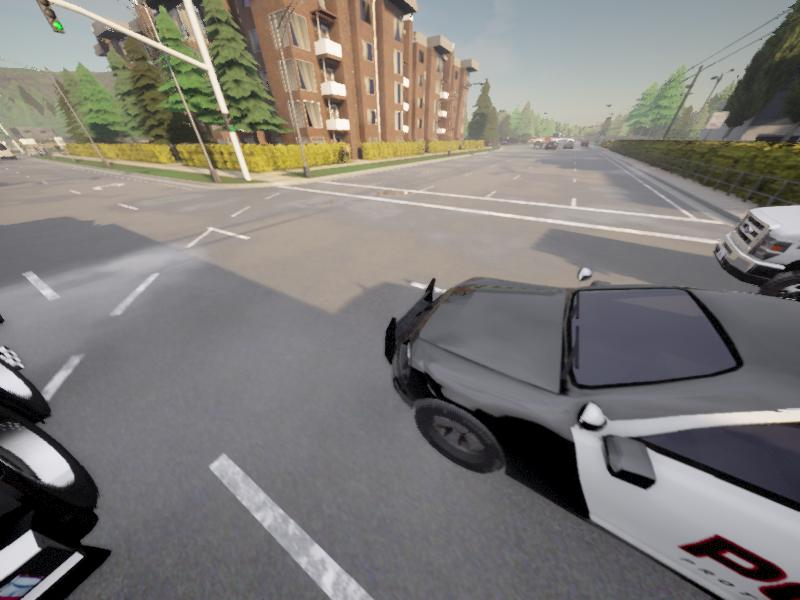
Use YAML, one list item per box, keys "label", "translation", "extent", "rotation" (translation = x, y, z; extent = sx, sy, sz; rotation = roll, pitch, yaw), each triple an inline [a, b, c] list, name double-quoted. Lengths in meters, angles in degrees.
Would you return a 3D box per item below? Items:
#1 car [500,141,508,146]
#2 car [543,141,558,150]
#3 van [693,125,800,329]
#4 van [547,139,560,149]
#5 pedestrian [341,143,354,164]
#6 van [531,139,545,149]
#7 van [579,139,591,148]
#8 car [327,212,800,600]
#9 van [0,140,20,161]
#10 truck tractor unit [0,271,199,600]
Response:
- label: "car"
  translation: [38.912, -58.563, 86.373]
  extent: [1.812, 1.442, 4.674]
  rotation: [6, 35, 9]
- label: "car"
  translation: [35.944, -36.751, 55.016]
  extent: [2.242, 1.667, 4.611]
  rotation: [19, 39, 26]
- label: "van"
  translation: [8.296, -0.230, 2.119]
  extent: [6.366, 2.431, 2.351]
  rotation: [26, 43, 33]
- label: "van"
  translation: [40.193, -40.870, 60.446]
  extent: [2.069, 2.038, 4.480]
  rotation: [19, 39, 26]
- label: "pedestrian"
  translation: [-5.464, -15.186, 23.929]
  extent: [0.751, 1.860, 0.751]
  rotation: [19, 39, 26]
- label: "van"
  translation: [36.513, -41.258, 61.044]
  extent: [2.069, 2.038, 4.480]
  rotation: [19, 39, 26]
- label: "van"
  translation: [50.728, -42.996, 63.422]
  extent: [1.775, 1.987, 4.442]
  rotation: [19, 39, 26]
- label: "car"
  translation: [2.168, 0.731, 1.587]
  extent: [4.974, 1.542, 2.038]
  rotation: [19, 39, 26]
- label: "van"
  translation: [-61.472, -22.900, 35.341]
  extent: [5.915, 2.561, 1.988]
  rotation: [19, 39, 25]
- label: "truck tractor unit"
  translation: [-5.129, -0.282, 0.763]
  extent: [6.516, 4.208, 3.053]
  rotation: [18, 39, 24]
